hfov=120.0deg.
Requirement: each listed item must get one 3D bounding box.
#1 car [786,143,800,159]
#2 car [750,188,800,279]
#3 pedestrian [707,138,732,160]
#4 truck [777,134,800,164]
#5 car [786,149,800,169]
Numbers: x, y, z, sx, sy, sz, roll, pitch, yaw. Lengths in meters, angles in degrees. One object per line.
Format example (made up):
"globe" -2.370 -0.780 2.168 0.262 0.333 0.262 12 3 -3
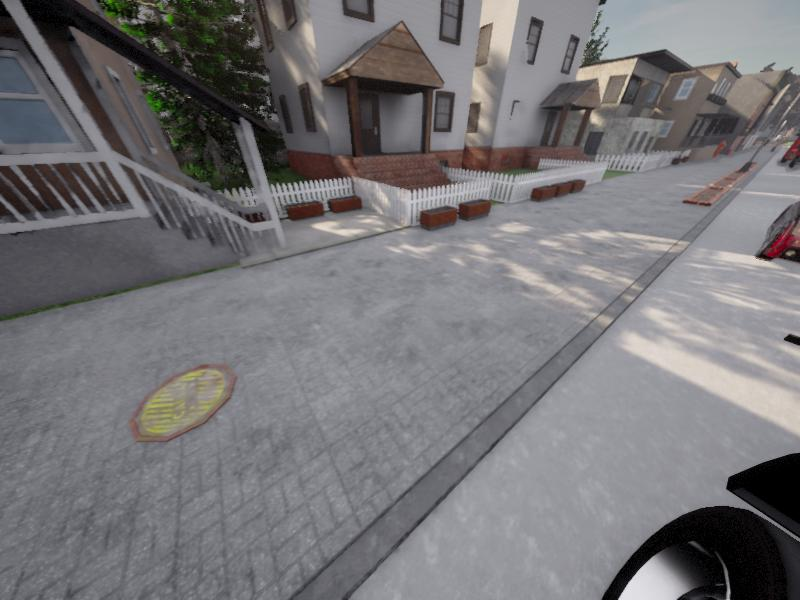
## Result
"car" 47.651 -17.446 26.980 4.792 1.488 2.163 -23 41 -28
"car" 9.613 -1.501 4.774 4.181 1.385 1.994 -23 41 -28
"pedestrian" 33.752 -15.951 24.416 0.751 1.860 0.751 -23 41 -29
"truck" 40.734 -15.517 22.269 8.468 3.827 2.891 -23 41 -28
"car" 34.027 -11.774 18.984 3.705 1.549 1.789 -23 41 -29
